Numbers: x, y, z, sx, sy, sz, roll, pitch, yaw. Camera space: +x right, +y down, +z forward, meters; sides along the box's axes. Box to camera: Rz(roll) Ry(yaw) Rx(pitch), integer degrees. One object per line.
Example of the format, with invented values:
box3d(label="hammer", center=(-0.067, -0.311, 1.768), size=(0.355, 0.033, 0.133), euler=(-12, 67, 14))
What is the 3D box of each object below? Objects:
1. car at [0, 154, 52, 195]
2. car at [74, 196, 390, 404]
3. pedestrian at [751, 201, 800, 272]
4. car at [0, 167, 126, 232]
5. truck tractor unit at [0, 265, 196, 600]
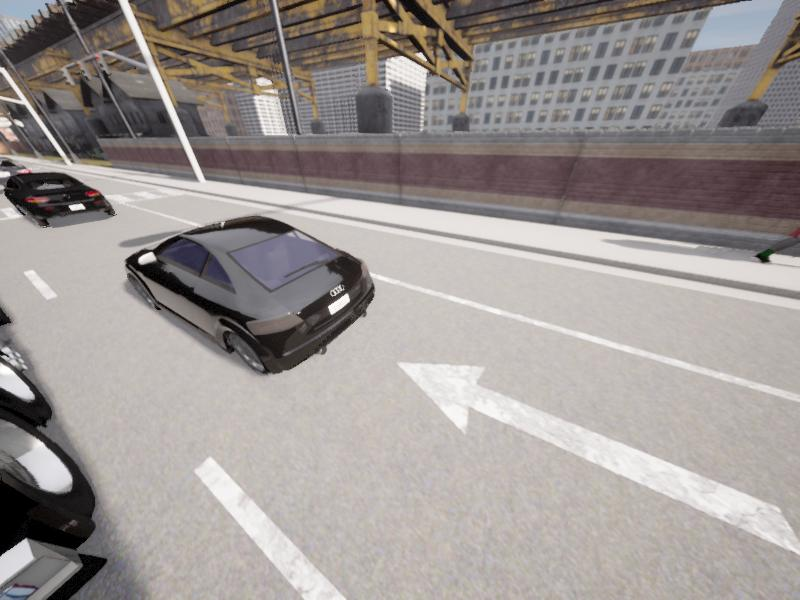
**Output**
box3d(label="car", center=(-23.135, -7.314, 13.328), size=(4.611, 1.667, 2.242), euler=(18, 39, 24))
box3d(label="car", center=(-2.480, -0.534, 3.639), size=(4.181, 1.385, 1.994), euler=(18, 38, 24))
box3d(label="pedestrian", center=(7.998, -1.493, 4.231), size=(0.751, 1.860, 0.751), euler=(19, 39, 25))
box3d(label="car", center=(-12.486, -3.789, 8.353), size=(4.674, 1.442, 1.812), euler=(18, 38, 24))
box3d(label="truck tractor unit", center=(-5.111, -0.298, 0.791), size=(6.516, 4.208, 3.053), euler=(18, 38, 24))
